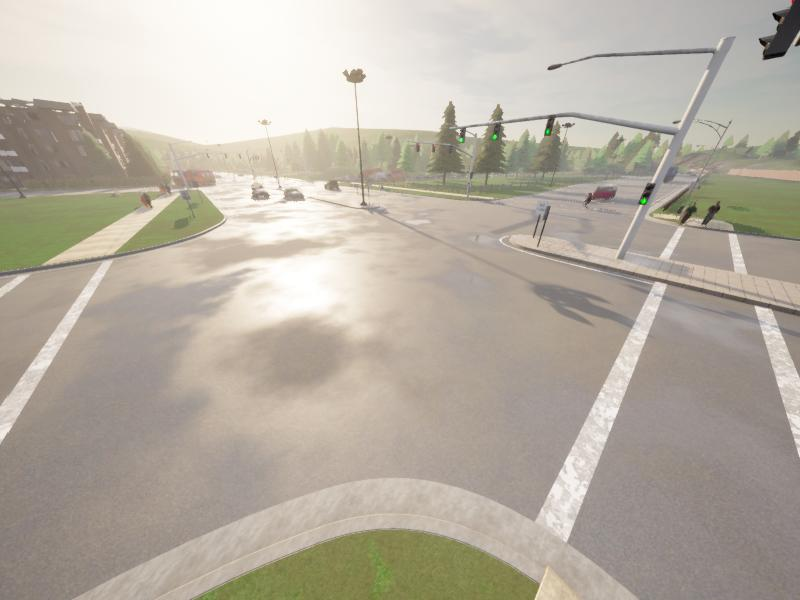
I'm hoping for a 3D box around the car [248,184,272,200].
[{"bbox_3d":[-21.158,-16.376,34.860,1.905,1.878,3.866,-22,37,-34],"label":"car"}]

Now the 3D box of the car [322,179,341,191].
[{"bbox_3d":[-14.239,-23.961,47.996,1.905,1.878,3.866,-22,37,-34],"label":"car"}]

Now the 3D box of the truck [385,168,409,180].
[{"bbox_3d":[-1.030,-45.705,83.696,8.468,3.827,2.891,-23,37,-34],"label":"truck"}]

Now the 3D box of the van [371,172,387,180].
[{"bbox_3d":[-7.901,-46.848,86.926,5.915,2.561,1.988,-23,37,-34],"label":"van"}]

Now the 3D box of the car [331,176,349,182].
[{"bbox_3d":[-19.429,-39.181,74.889,5.027,1.651,2.152,-23,37,-34],"label":"car"}]

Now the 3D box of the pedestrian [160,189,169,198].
[{"bbox_3d":[-34.824,-15.750,34.193,0.500,1.100,0.500,21,36,32],"label":"pedestrian"}]

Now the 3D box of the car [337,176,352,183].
[{"bbox_3d":[-17.449,-37.811,72.327,3.988,1.617,1.851,-23,37,-34],"label":"car"}]

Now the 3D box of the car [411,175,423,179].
[{"bbox_3d":[6.666,-47.927,89.921,4.514,1.525,2.007,-23,37,-34],"label":"car"}]

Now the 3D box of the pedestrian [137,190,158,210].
[{"bbox_3d":[-26.750,-10.610,24.529,0.751,1.860,0.751,-19,35,-29],"label":"pedestrian"}]

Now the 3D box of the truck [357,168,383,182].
[{"bbox_3d":[-9.874,-41.991,77.264,8.468,3.827,2.891,-23,37,-34],"label":"truck"}]

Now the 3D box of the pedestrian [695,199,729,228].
[{"bbox_3d":[23.517,-6.520,17.442,0.751,1.860,0.751,24,38,35],"label":"pedestrian"}]

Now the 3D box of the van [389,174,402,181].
[{"bbox_3d":[-1.538,-42.404,79.823,4.442,1.987,1.775,-23,37,-34],"label":"van"}]

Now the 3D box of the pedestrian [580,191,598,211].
[{"bbox_3d":[20.427,-10.715,25.016,0.751,1.860,0.751,-19,35,-30],"label":"pedestrian"}]

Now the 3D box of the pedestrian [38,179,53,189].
[{"bbox_3d":[-73.515,-24.107,47.907,0.751,1.860,0.751,-19,35,-30],"label":"pedestrian"}]

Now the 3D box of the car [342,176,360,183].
[{"bbox_3d":[-14.962,-36.620,70.146,4.856,1.649,2.033,-23,37,-34],"label":"car"}]

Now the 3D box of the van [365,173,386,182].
[{"bbox_3d":[-7.833,-39.956,75.135,6.366,2.431,2.351,-23,37,-34],"label":"van"}]

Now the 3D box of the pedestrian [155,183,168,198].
[{"bbox_3d":[-35.530,-16.326,34.430,0.751,1.860,0.751,-20,35,-30],"label":"pedestrian"}]

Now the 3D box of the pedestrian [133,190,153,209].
[{"bbox_3d":[-27.741,-10.864,24.969,0.751,1.860,0.751,-20,36,-31],"label":"pedestrian"}]

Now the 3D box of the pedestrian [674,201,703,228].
[{"bbox_3d":[22.601,-6.728,18.111,0.751,1.860,0.751,-23,37,-34],"label":"pedestrian"}]

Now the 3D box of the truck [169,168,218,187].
[{"bbox_3d":[-50.936,-30.530,57.412,2.891,3.827,8.468,6,31,10],"label":"truck"}]

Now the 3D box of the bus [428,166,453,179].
[{"bbox_3d":[16.958,-53.360,96.528,10.273,4.253,3.944,-23,37,-34],"label":"bus"}]

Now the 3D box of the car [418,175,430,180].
[{"bbox_3d":[9.146,-46.680,87.715,4.892,1.490,1.837,-23,37,-34],"label":"car"}]

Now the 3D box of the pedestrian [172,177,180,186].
[{"bbox_3d":[-54.740,-29.006,56.392,0.751,1.860,0.751,26,39,37],"label":"pedestrian"}]

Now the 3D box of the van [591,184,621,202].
[{"bbox_3d":[29.671,-15.528,33.273,4.442,1.987,1.775,-23,37,-34],"label":"van"}]

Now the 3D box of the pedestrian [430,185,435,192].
[{"bbox_3d":[5.975,-20.443,42.320,0.500,1.100,0.500,-20,36,-31],"label":"pedestrian"}]

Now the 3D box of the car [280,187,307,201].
[{"bbox_3d":[-15.740,-15.690,34.038,1.837,1.490,4.892,-22,37,-34],"label":"car"}]

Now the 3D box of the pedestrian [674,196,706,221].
[{"bbox_3d":[24.508,-7.730,19.541,0.751,1.860,0.751,-2,30,-4],"label":"pedestrian"}]
